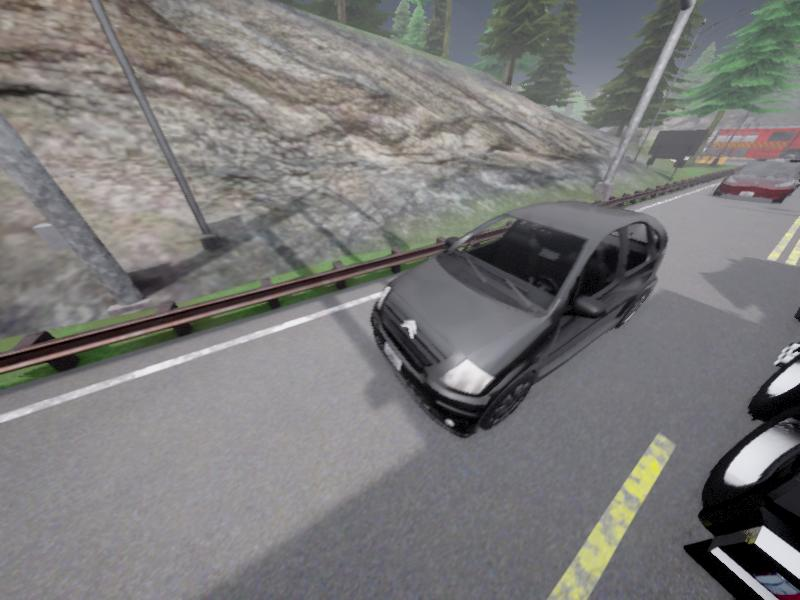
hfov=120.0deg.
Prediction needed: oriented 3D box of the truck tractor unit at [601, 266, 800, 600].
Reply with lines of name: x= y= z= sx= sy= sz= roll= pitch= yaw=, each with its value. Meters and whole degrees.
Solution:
truck tractor unit: x=5.114 y=-0.301 z=0.756 sx=6.516 sy=4.208 sz=3.053 roll=-18 pitch=40 yaw=-24

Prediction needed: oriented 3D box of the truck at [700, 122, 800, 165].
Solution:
truck: x=44.053 y=-18.902 z=27.872 sx=2.891 sy=3.827 sz=8.468 roll=-20 pitch=40 yaw=-26

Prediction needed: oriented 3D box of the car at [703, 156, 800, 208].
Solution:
car: x=16.530 y=-5.482 z=10.451 sx=4.792 sy=1.488 sz=2.163 roll=-19 pitch=39 yaw=-25

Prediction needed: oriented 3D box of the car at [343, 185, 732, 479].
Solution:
car: x=1.631 y=-0.251 z=2.915 sx=3.988 sy=1.617 sz=1.851 roll=-19 pitch=40 yaw=-25
